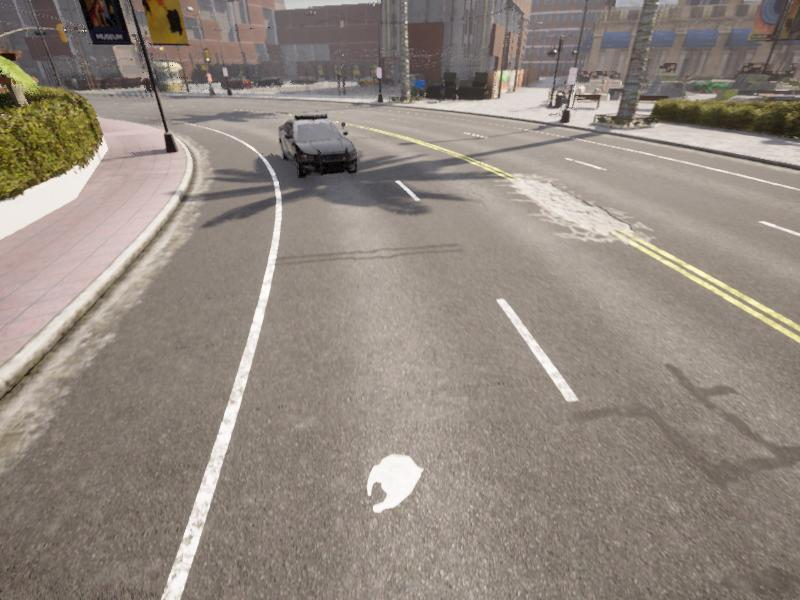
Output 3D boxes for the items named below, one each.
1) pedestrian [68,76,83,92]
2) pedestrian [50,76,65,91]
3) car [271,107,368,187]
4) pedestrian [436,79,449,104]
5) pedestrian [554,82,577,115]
[{"bbox_3d":[-43.926,-29.266,54.153,0.751,1.860,0.751,12,33,20],"label":"pedestrian"},{"bbox_3d":[-47.678,-30.129,55.662,0.751,1.860,0.751,14,33,23],"label":"pedestrian"},{"bbox_3d":[-2.889,-5.376,13.563,1.930,1.638,5.238,-12,32,-20],"label":"car"},{"bbox_3d":[3.657,-17.949,34.377,0.751,1.860,0.751,-20,36,-30],"label":"pedestrian"},{"bbox_3d":[10.734,-13.032,25.921,0.751,1.860,0.751,-20,36,-30],"label":"pedestrian"}]
